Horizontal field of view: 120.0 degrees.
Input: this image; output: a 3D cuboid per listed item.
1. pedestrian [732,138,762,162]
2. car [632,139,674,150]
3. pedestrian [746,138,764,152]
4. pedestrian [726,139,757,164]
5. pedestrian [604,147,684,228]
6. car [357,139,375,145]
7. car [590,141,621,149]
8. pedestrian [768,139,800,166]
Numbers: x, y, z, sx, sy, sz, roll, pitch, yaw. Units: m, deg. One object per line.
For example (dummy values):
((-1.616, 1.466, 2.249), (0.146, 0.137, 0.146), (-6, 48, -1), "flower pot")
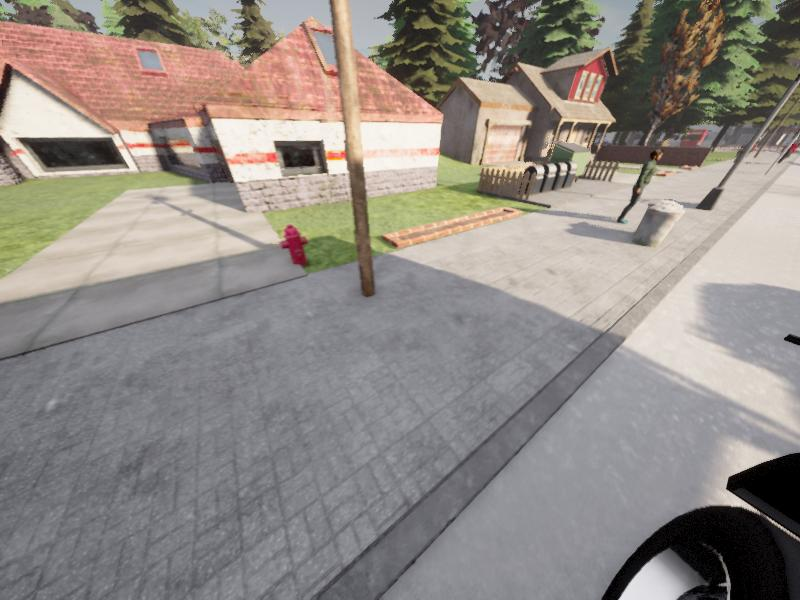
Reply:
((33.473, -14.470, 22.311), (0.751, 1.860, 0.751), (-19, 40, -25), "pedestrian")
((50.446, -31.201, 46.199), (2.152, 1.651, 5.027), (-21, 41, -27), "car")
((57.906, -25.339, 37.715), (0.751, 1.860, 0.751), (-21, 40, -26), "pedestrian")
((30.965, -13.512, 20.969), (0.751, 1.860, 0.751), (-22, 41, -27), "pedestrian")
((6.600, -3.078, 6.357), (0.751, 1.860, 0.751), (27, 44, 33), "pedestrian")
((-10.838, -50.665, 73.966), (5.238, 1.638, 1.930), (-21, 41, -27), "car")
((45.989, -34.774, 51.751), (1.812, 1.442, 4.674), (-21, 41, -27), "car")
((32.500, -12.416, 19.430), (0.751, 1.860, 0.751), (-20, 40, -26), "pedestrian")
